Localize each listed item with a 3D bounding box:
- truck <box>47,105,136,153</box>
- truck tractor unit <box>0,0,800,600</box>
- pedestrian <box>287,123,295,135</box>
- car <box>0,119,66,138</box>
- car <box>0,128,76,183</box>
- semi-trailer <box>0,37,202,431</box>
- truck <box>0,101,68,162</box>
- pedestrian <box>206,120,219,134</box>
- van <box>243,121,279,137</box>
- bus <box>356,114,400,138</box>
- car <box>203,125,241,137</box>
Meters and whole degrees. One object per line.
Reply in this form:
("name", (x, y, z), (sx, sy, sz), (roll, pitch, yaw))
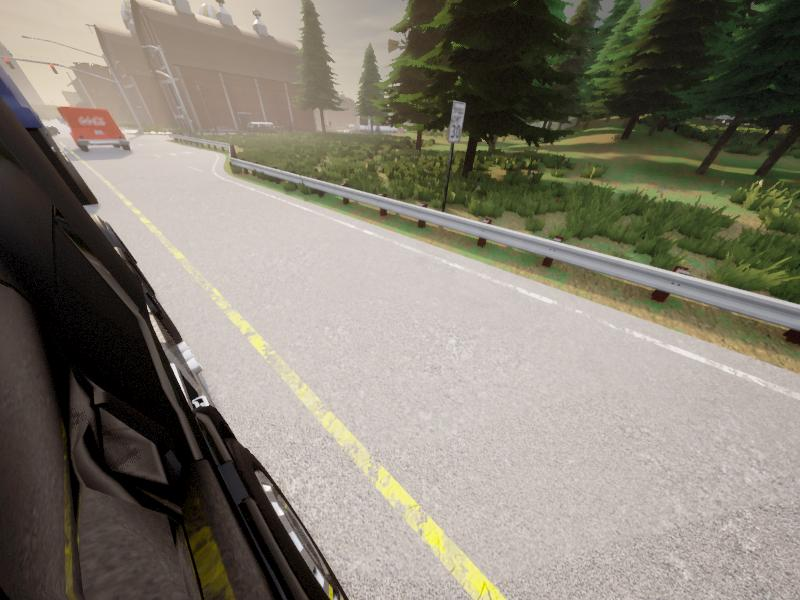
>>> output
("truck", (-22.294, -12.388, 16.745), (5.204, 2.467, 2.627), (27, 43, 29))
("truck tractor unit", (-2.645, -0.295, 0.351), (6.516, 4.208, 3.053), (28, 44, 30))
("pedestrian", (-21.962, -34.484, 46.575), (0.751, 1.860, 0.751), (27, 43, 29))
("car", (-38.420, -17.632, 23.694), (1.994, 1.385, 4.181), (6, 37, 4))
("car", (-16.059, -6.229, 9.720), (4.902, 1.511, 2.128), (27, 43, 29))
("semi-trailer", (-8.745, -3.573, 4.181), (14.254, 4.402, 2.717), (28, 43, 29))
("truck", (-21.925, -9.537, 12.956), (5.204, 2.467, 2.627), (27, 43, 28))
("pedestrian", (-30.809, -28.461, 37.969), (0.751, 1.860, 0.751), (25, 42, 27))
("van", (-23.827, -29.446, 39.867), (2.069, 2.038, 4.480), (27, 43, 29))
("bus", (-4.819, -40.442, 53.911), (3.944, 4.253, 10.273), (28, 43, 29))
("car", (-27.757, -26.431, 36.152), (1.994, 1.385, 4.181), (27, 43, 29))
